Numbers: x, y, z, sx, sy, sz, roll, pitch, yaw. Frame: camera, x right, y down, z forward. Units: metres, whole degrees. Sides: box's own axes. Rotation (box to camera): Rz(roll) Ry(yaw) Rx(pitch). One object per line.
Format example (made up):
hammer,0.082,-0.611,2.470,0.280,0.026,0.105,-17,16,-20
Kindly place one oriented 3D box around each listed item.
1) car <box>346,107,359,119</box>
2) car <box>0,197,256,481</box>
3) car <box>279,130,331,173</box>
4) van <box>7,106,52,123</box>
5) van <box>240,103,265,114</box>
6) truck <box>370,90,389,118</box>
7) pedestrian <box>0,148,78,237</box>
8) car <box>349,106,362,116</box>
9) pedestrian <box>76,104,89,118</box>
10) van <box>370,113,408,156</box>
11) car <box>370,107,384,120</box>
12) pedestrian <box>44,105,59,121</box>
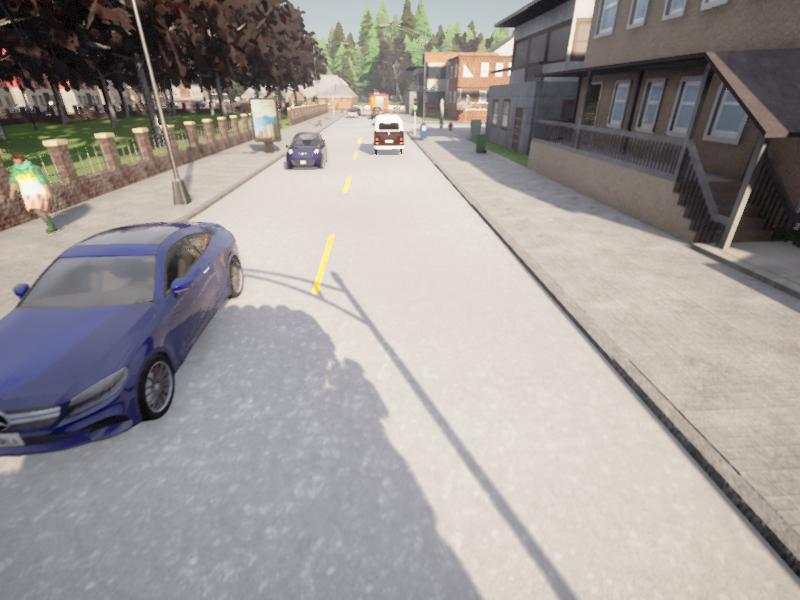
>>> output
car,-7.261,-28.563,61.077,1.845,1.501,3.633,-2,27,-4
car,-3.520,-0.103,5.320,1.812,1.442,4.674,-2,27,-4
car,-4.400,-7.160,19.076,1.845,1.501,3.633,-2,27,-4
van,-52.165,-26.216,56.486,2.069,2.038,4.480,-2,27,-3
van,-31.533,-40.977,85.465,4.442,1.987,1.775,-2,27,-3
truck,-3.415,-32.380,66.038,2.891,3.827,8.468,-2,27,-3
pedestrian,-8.399,-2.467,9.227,0.751,1.860,0.751,-1,27,-2
car,-7.833,-33.371,70.667,2.033,1.411,5.357,-2,27,-4
pedestrian,-47.595,-28.251,59.895,0.751,1.860,0.751,-1,27,-2
van,-0.717,-10.165,24.403,2.069,2.038,4.480,-1,27,-3
car,-3.359,-27.803,59.497,1.851,1.617,3.988,0,27,0
pedestrian,-47.245,-25.358,54.217,0.751,1.860,0.751,-1,27,-2
